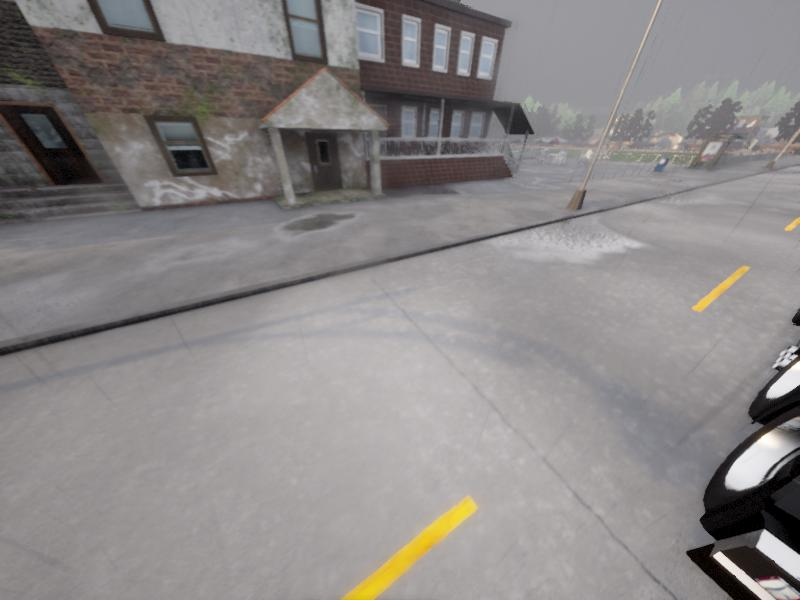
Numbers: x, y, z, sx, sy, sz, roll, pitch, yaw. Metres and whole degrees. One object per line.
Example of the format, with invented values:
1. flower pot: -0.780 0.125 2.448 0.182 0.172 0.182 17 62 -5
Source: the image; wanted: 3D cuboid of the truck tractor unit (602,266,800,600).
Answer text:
1. truck tractor unit: 5.112 -0.299 0.786 6.516 4.208 3.053 -18 38 -24
